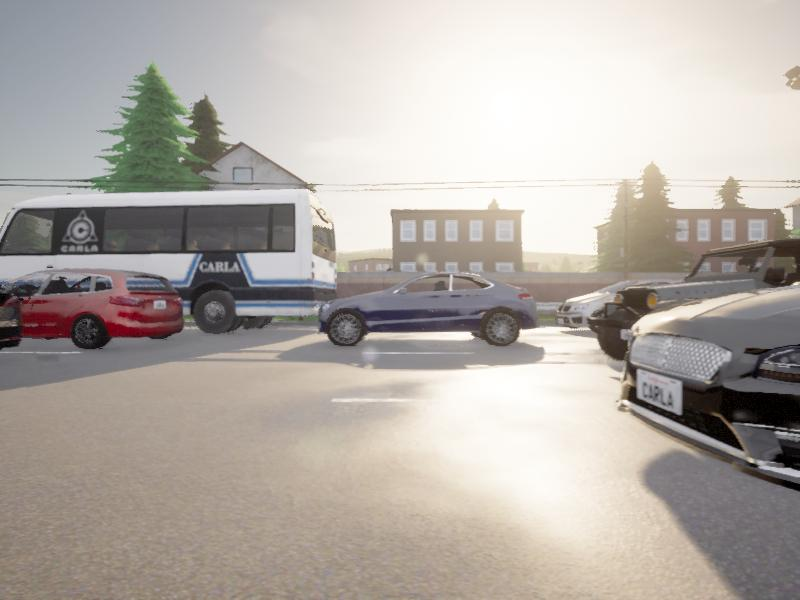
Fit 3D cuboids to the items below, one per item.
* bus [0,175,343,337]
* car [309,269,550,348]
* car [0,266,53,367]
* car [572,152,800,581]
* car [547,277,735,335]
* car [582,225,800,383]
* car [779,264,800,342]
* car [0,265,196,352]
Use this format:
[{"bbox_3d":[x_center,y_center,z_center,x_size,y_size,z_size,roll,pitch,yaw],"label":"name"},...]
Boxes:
[{"bbox_3d":[-7.330,-1.142,12.859,10.273,4.253,3.944,0,0,4],"label":"bus"},{"bbox_3d":[0.615,0.180,9.440,5.027,1.651,2.152,0,0,0],"label":"car"},{"bbox_3d":[-8.285,0.242,5.705,4.792,1.488,2.163,0,0,0],"label":"car"},{"bbox_3d":[3.859,0.241,2.199,4.902,1.511,2.128,0,0,0],"label":"car"},{"bbox_3d":[7.399,0.163,12.694,4.611,1.667,2.242,0,0,0],"label":"car"},{"bbox_3d":[4.959,0.051,5.698,3.866,1.878,1.905,0,0,0],"label":"car"},{"bbox_3d":[11.542,0.056,9.191,3.866,1.878,1.905,0,0,0],"label":"car"},{"bbox_3d":[-7.450,0.150,9.006,4.611,1.667,2.242,0,0,6],"label":"car"}]
